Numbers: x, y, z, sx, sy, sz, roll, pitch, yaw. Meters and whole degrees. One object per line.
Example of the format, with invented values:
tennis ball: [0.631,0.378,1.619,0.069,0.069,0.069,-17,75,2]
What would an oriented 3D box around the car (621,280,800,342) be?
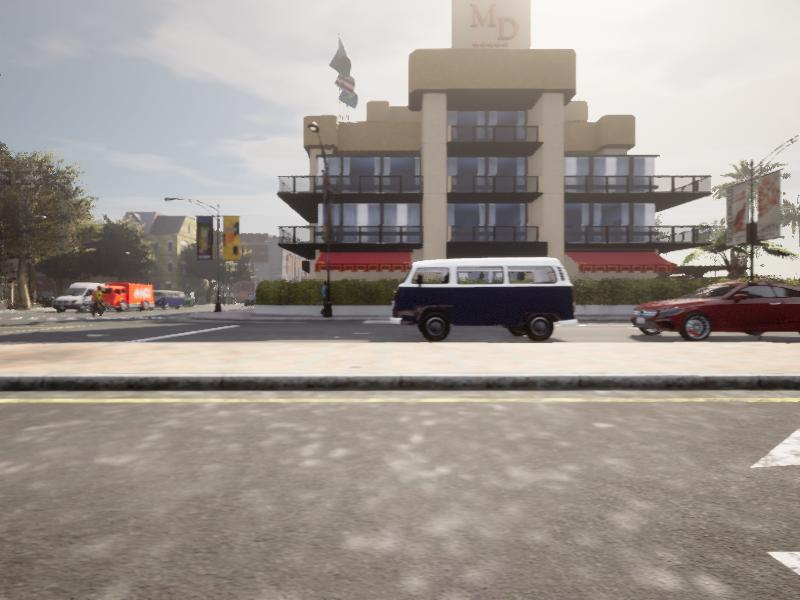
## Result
car: [8.475,0.260,10.200,4.674,1.442,1.812,0,0,0]

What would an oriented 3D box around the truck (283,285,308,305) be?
truck: [-20.905,-0.895,80.439,2.891,3.827,8.468,0,0,0]

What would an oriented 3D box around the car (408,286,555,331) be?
car: [2.620,0.268,13.700,4.674,1.442,1.812,0,0,0]

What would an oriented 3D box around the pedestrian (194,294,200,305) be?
pedestrian: [-36.234,-0.065,71.389,0.751,1.860,0.751,0,0,0]

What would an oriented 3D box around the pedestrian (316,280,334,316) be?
pedestrian: [-3.903,-0.108,20.876,0.751,1.860,0.751,0,0,0]

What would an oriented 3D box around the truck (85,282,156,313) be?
truck: [-24.158,-0.210,34.915,2.627,2.467,5.204,0,0,0]

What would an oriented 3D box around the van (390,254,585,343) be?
van: [2.005,-0.030,10.195,4.480,2.038,2.069,0,0,0]

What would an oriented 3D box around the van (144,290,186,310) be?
van: [-24.194,0.032,41.414,1.775,1.987,4.442,0,0,0]

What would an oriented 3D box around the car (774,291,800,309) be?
car: [41.519,0.001,41.114,1.932,1.855,4.605,0,1,1]

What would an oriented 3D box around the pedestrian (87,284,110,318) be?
pedestrian: [-16.991,0.061,22.549,0.751,1.860,0.751,0,0,-6]

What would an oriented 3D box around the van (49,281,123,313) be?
van: [-27.672,-0.239,35.603,1.988,2.561,5.915,0,0,-1]
